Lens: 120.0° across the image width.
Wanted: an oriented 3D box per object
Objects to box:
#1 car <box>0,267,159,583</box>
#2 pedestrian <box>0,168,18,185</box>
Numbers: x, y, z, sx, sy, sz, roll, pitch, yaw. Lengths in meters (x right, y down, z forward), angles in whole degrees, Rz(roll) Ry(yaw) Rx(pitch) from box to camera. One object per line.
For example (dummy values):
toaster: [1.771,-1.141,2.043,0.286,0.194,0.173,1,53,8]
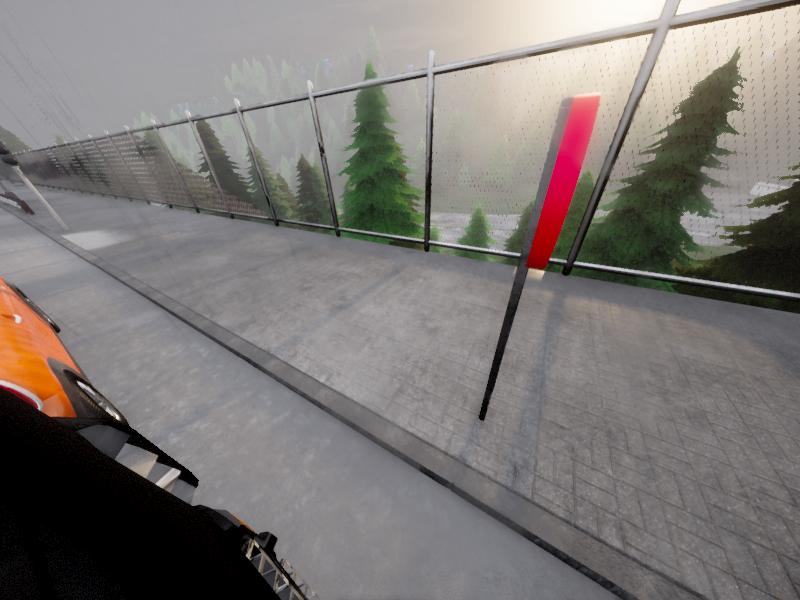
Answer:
car: [-4.632,0.597,1.776,4.553,1.767,2.097,16,38,26]
pedestrian: [-53.001,-16.617,31.093,0.751,1.860,0.751,16,38,26]
